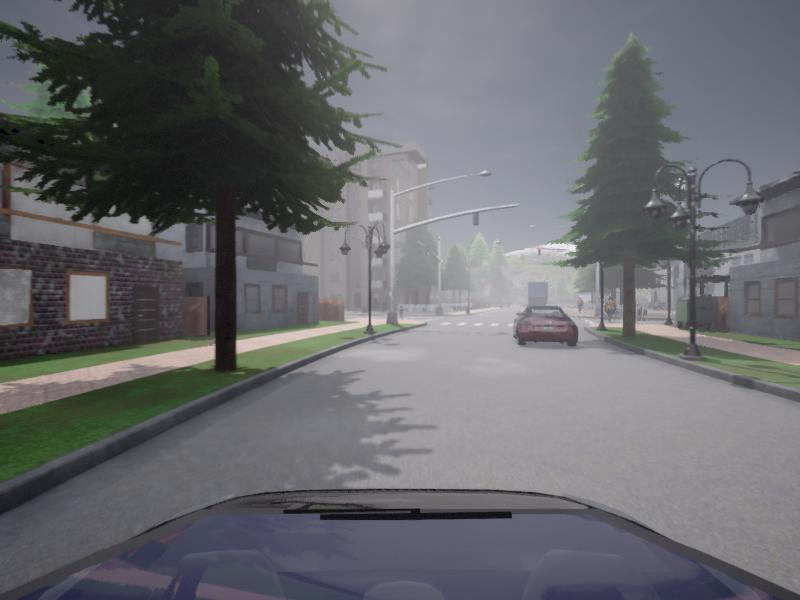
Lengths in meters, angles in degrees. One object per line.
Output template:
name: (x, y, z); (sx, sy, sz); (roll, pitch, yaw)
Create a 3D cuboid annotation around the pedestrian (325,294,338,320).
pedestrian: (-5.068, 0.513, 29.645); (0.751, 1.860, 0.751); (0, 0, 2)

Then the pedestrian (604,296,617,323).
pedestrian: (15.114, 0.670, 28.729); (0.751, 1.860, 0.751); (0, 0, 38)

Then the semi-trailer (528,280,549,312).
semi-trailer: (21.272, -0.556, 61.732); (2.717, 4.402, 14.254); (0, 0, 19)

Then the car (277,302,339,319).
car: (-8.481, 0.925, 36.881); (5.357, 1.411, 2.033); (0, 0, 22)

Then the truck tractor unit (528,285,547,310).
truck tractor unit: (23.815, -0.451, 69.224); (3.053, 4.208, 6.516); (0, 0, 19)

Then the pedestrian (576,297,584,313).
pedestrian: (20.547, 0.540, 45.618); (0.751, 1.860, 0.751); (0, 0, 34)

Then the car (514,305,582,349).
car: (5.446, 0.915, 15.272); (1.994, 1.385, 4.181); (0, 0, 14)
